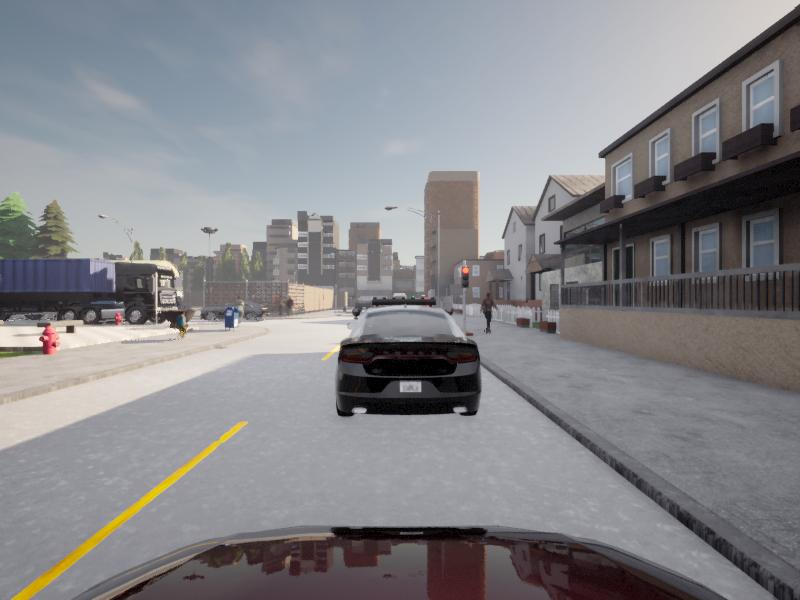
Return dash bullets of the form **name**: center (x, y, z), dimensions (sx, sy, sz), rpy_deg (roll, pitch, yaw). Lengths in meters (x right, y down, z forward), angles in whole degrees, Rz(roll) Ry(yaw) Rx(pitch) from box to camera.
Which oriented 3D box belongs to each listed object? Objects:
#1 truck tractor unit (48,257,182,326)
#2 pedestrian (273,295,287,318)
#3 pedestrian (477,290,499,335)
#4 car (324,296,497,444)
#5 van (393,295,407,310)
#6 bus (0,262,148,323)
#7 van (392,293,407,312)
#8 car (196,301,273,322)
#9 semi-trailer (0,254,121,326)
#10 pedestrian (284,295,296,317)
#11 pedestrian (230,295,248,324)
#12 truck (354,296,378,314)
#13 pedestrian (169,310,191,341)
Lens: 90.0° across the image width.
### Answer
- **truck tractor unit**: center (-18.280, -0.515, 26.012), dimensions (6.516, 4.208, 3.053), rpy_deg (0, 0, -1)
- **pedestrian**: center (-10.055, 0.534, 33.536), dimensions (0.751, 1.860, 0.751), rpy_deg (0, 0, 20)
- **pedestrian**: center (3.748, 0.533, 17.083), dimensions (0.751, 1.860, 0.751), rpy_deg (0, 0, 0)
- **car**: center (0.062, 0.771, 7.066), dimensions (1.930, 1.638, 5.238), rpy_deg (0, 0, -1)
- **van**: center (-0.103, 0.378, 69.595), dimensions (2.351, 2.431, 6.366), rpy_deg (0, 0, -1)
- **bus**: center (-25.162, -0.535, 29.846), dimensions (10.273, 4.253, 3.944), rpy_deg (0, 0, 1)
- **van**: center (-0.087, 0.323, 58.691), dimensions (1.988, 2.561, 5.915), rpy_deg (0, 0, -1)
- **car**: center (-12.332, 0.837, 30.075), dimensions (4.902, 1.511, 2.128), rpy_deg (0, 0, -3)
- **semi-trailer**: center (-26.191, -0.618, 25.916), dimensions (14.254, 4.402, 2.717), rpy_deg (0, 0, -1)
- **pedestrian**: center (-9.519, 0.534, 34.677), dimensions (0.751, 1.860, 0.751), rpy_deg (0, 0, 12)
- **pedestrian**: center (-10.599, 0.637, 26.341), dimensions (0.751, 1.860, 0.751), rpy_deg (0, 0, 15)
- **truck**: center (-4.111, 0.542, 49.206), dimensions (2.390, 2.098, 6.274), rpy_deg (0, 0, 0)
- **pedestrian**: center (-8.000, 0.904, 14.561), dimensions (0.500, 1.100, 0.500), rpy_deg (0, 0, 14)
